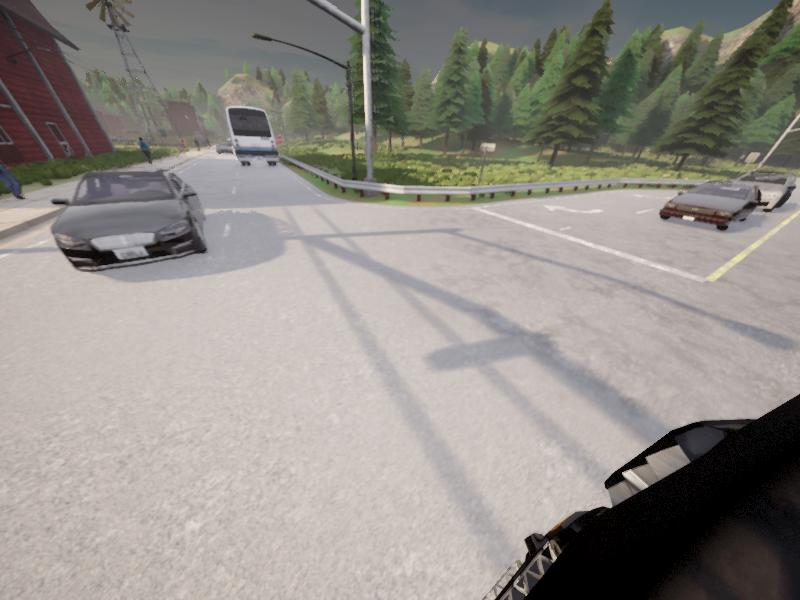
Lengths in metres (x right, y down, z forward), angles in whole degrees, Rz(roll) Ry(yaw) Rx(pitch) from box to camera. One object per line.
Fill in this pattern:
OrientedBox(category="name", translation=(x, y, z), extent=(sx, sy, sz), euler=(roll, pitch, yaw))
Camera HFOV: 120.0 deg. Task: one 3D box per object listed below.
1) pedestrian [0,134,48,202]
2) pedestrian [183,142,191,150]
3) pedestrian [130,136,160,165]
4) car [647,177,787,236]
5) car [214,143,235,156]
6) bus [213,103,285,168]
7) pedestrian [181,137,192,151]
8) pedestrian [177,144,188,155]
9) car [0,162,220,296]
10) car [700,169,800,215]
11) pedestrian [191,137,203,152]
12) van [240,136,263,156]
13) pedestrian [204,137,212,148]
OrientedBox(category="pedestrian", translation=(-12.806, -4.197, 7.344), extent=(0.751, 1.860, 0.751), euler=(-7, 35, -14))
OrientedBox(category="pedestrian", translation=(-35.757, -25.788, 38.768), extent=(0.500, 1.100, 0.500), euler=(26, 41, 31))
OrientedBox(category="pedestrian", translation=(-19.773, -11.605, 17.948), extent=(0.751, 1.860, 0.751), euler=(-16, 38, -25))
OrientedBox(category="car", translation=(12.621, -3.915, 9.187), extent=(5.357, 1.411, 2.033), euler=(-16, 38, -26))
OrientedBox(category="car", translation=(-26.525, -22.818, 34.990), extent=(1.994, 1.385, 4.181), euler=(-17, 39, -26))
OrientedBox(category="bus", translation=(-14.723, -15.918, 22.852), extent=(3.944, 4.253, 10.273), euler=(-16, 38, -25))
OrientedBox(category="pedestrian", translation=(-35.297, -25.857, 38.216), extent=(0.751, 1.860, 0.751), euler=(-24, 42, -33))
OrientedBox(category="pedestrian", translation=(-26.779, -18.472, 28.426), extent=(0.500, 1.100, 0.500), euler=(-15, 38, -24))
OrientedBox(category="car", translation=(-5.887, -2.157, 5.359), extent=(2.128, 1.511, 4.902), euler=(-20, 40, -29))
OrientedBox(category="car", translation=(18.783, -5.829, 12.170), extent=(4.611, 1.667, 2.242), euler=(-16, 38, -25))
OrientedBox(category="pedestrian", translation=(-31.317, -23.988, 35.680), extent=(0.751, 1.860, 0.751), euler=(-19, 39, -29))
OrientedBox(category="van", translation=(-24.118, -24.987, 37.421), extent=(2.351, 2.431, 6.366), euler=(-16, 38, -25))
OrientedBox(category="pedestrian", translation=(-41.075, -33.628, 49.435), extent=(0.751, 1.860, 0.751), euler=(-21, 41, -31))
